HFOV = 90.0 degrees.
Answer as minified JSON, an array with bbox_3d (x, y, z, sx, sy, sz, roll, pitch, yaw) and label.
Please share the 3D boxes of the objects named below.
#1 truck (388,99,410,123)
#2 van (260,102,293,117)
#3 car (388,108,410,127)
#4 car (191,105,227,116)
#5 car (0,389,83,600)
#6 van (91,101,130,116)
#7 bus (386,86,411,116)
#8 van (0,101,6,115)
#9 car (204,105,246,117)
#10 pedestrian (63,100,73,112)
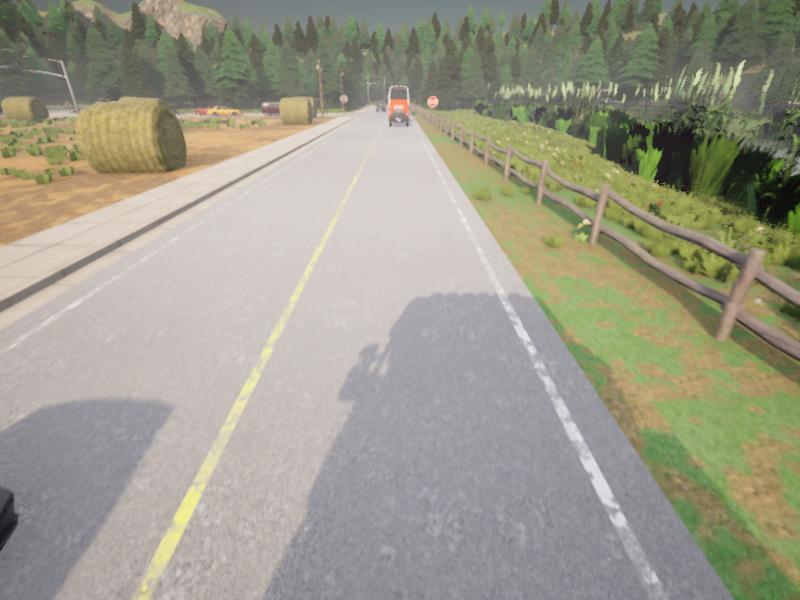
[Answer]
[{"bbox_3d":[-0.131,-23.377,49.404,2.627,2.467,5.204,0,27,0],"label":"truck"},{"bbox_3d":[-19.030,-29.541,61.935,4.442,1.987,1.775,-1,27,-3],"label":"van"},{"bbox_3d":[-0.115,-19.786,43.345,2.152,1.651,5.027,0,27,0],"label":"car"},{"bbox_3d":[-30.817,-30.646,64.628,4.514,1.525,2.007,-1,27,-3],"label":"car"},{"bbox_3d":[-3.492,2.401,0.419,2.033,1.411,5.357,0,27,0],"label":"car"},{"bbox_3d":[-46.117,-30.546,63.799,4.442,1.987,1.775,-1,27,-3],"label":"van"},{"bbox_3d":[-0.305,-33.999,68.108,3.944,4.253,10.273,0,27,0],"label":"bus"},{"bbox_3d":[-65.543,-30.364,63.320,1.775,1.987,4.442,-2,27,-4],"label":"van"},{"bbox_3d":[-26.894,-29.170,61.673,5.366,1.575,1.801,-1,27,-3],"label":"car"},{"bbox_3d":[-57.708,-33.678,69.548,0.751,1.860,0.751,-11,29,-20],"label":"pedestrian"}]
